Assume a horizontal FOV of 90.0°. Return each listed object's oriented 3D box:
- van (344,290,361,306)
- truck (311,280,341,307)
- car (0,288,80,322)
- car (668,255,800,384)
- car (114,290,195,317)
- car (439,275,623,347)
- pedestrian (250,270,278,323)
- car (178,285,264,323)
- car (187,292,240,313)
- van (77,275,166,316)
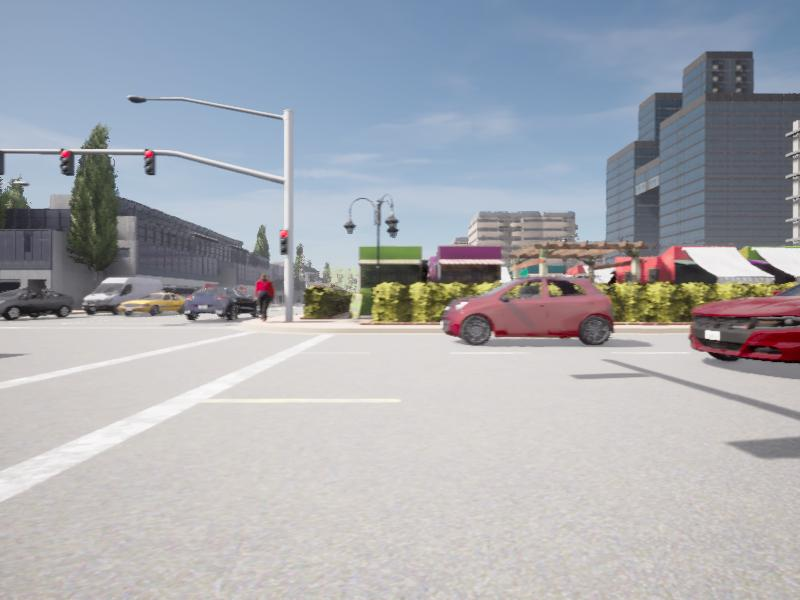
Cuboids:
[{"bbox_3d":[-7.716,-0.279,65.562,1.988,2.561,5.915,0,0,1],"label":"van"},{"bbox_3d":[-11.289,-0.923,61.544,2.891,3.827,8.468,0,0,1],"label":"truck"},{"bbox_3d":[-19.204,0.223,20.445,2.007,1.525,4.514,0,0,2],"label":"car"},{"bbox_3d":[6.950,0.225,5.701,5.008,1.535,1.882,0,0,0],"label":"car"},{"bbox_3d":[-15.578,0.197,25.814,1.801,1.575,5.366,0,0,2],"label":"car"},{"bbox_3d":[2.795,0.227,9.201,3.633,1.501,1.845,0,0,0],"label":"car"},{"bbox_3d":[-4.897,-0.117,14.456,0.751,1.860,0.751,0,0,-1],"label":"pedestrian"},{"bbox_3d":[-8.764,0.178,20.173,2.152,1.651,5.027,0,0,-1],"label":"car"},{"bbox_3d":[-15.444,0.197,33.475,1.801,1.575,5.366,0,0,1],"label":"car"},{"bbox_3d":[-19.072,-0.283,27.851,1.988,2.561,5.915,0,0,1],"label":"van"}]
